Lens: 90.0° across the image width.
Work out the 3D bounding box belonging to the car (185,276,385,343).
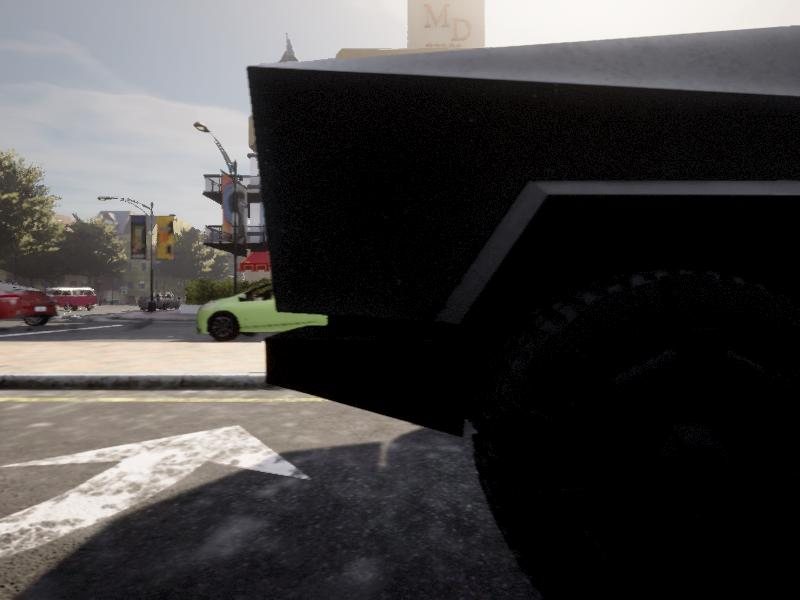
[{"bbox_3d":[-2.686,0.224,10.191,4.514,1.525,2.007,0,0,0],"label":"car"}]

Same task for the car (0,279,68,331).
[{"bbox_3d":[-14.767,0.160,13.677,5.027,1.651,2.152,0,0,0],"label":"car"}]

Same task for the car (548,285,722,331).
[{"bbox_3d":[7.851,0.254,13.706,4.892,1.490,1.837,0,0,0],"label":"car"}]

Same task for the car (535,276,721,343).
[{"bbox_3d":[5.612,0.221,10.205,3.705,1.549,1.789,0,0,0],"label":"car"}]

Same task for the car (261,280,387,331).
[{"bbox_3d":[-2.456,0.184,13.701,3.988,1.617,1.851,0,0,0],"label":"car"}]

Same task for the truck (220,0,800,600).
[{"bbox_3d":[2.687,-0.056,2.203,6.274,2.098,2.390,0,0,0],"label":"truck"}]

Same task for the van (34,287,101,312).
[{"bbox_3d":[-28.620,-0.074,34.661,2.069,2.038,4.480,0,1,0],"label":"van"}]

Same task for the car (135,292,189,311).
[{"bbox_3d":[-21.634,0.129,36.650,2.242,1.667,4.611,0,0,0],"label":"car"}]
